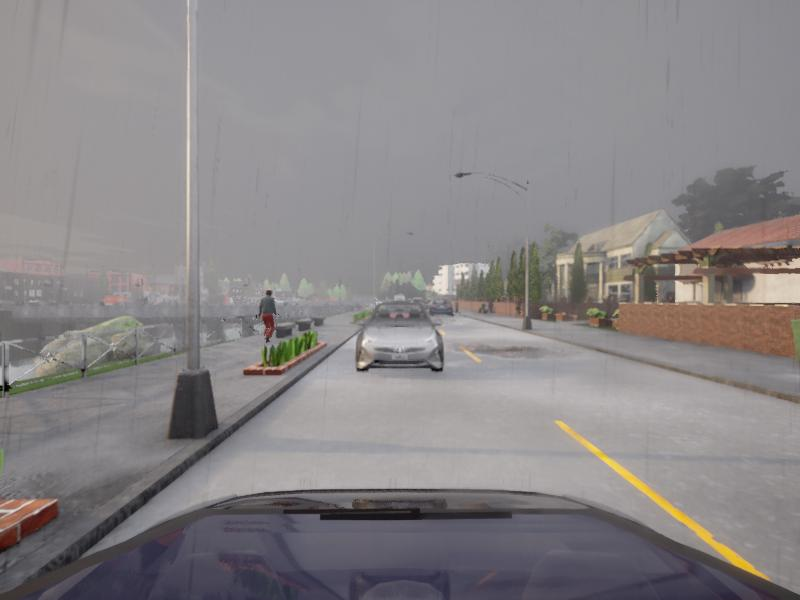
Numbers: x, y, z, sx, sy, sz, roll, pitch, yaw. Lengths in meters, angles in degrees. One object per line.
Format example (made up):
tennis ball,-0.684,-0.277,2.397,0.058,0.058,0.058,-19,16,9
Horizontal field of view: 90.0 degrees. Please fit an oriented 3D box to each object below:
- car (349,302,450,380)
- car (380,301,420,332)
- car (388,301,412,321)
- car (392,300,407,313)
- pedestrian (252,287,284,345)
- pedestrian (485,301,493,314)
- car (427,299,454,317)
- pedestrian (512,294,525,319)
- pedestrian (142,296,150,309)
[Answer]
car,-0.007,0.817,10.174,2.007,1.525,4.514,0,0,0
car,-0.012,0.810,22.162,2.007,1.525,4.514,0,0,0
car,-0.016,0.829,31.711,1.816,1.474,4.193,0,0,0
car,-0.030,0.784,51.825,1.882,1.535,5.008,0,0,0
pedestrian,-4.427,0.519,13.444,0.751,1.860,0.751,0,0,9
pedestrian,9.239,0.783,41.508,0.751,1.300,0.751,0,0,4
car,3.974,0.726,40.049,2.242,1.667,4.611,0,0,0
pedestrian,9.124,0.510,30.792,0.751,1.860,0.751,0,0,-2
pedestrian,-37.818,0.342,59.615,0.751,1.860,0.751,0,0,6
